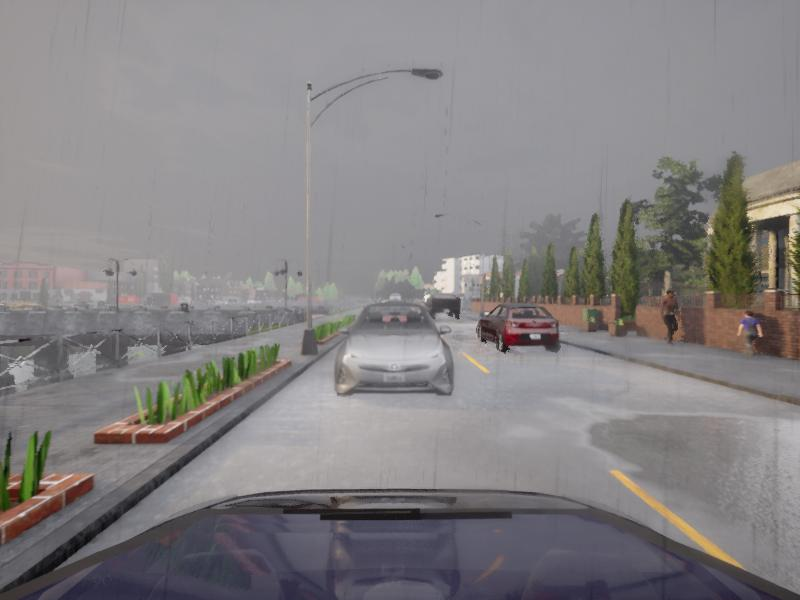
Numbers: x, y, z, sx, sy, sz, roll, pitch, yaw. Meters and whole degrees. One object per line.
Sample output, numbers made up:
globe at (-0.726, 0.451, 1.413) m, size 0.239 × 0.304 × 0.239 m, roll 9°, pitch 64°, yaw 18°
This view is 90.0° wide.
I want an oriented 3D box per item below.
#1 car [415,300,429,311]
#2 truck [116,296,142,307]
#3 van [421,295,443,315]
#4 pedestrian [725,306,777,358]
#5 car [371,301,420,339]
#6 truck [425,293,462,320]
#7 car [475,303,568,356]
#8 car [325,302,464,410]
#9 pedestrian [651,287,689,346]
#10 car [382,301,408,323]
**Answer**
car at (3.296, 0.745, 60.576) m, size 1.801 × 1.575 × 5.366 m, roll 0°, pitch 0°, yaw -1°
truck at (-62.771, 0.267, 92.742) m, size 2.627 × 2.467 × 5.204 m, roll 0°, pitch 0°, yaw -1°
van at (3.477, 0.528, 44.401) m, size 2.069 × 2.038 × 4.480 m, roll 0°, pitch 0°, yaw -1°
pedestrian at (9.117, 0.803, 10.414) m, size 0.751 × 1.300 × 0.751 m, roll 0°, pitch 0°, yaw 14°
car at (-0.219, 0.811, 18.597) m, size 2.007 × 1.525 × 4.514 m, roll 0°, pitch 0°, yaw 0°
truck at (3.593, 0.511, 34.135) m, size 2.390 × 2.098 × 6.274 m, roll 0°, pitch 0°, yaw -1°
car at (3.823, 0.841, 13.430) m, size 1.816 × 1.474 × 4.193 m, roll 0°, pitch 0°, yaw -1°
car at (-0.104, 0.820, 8.043) m, size 2.007 × 1.525 × 4.514 m, roll 0°, pitch 0°, yaw -1°
pedestrian at (8.775, 0.521, 13.037) m, size 0.751 × 1.860 × 0.751 m, roll 0°, pitch 0°, yaw 1°
car at (-0.369, 0.827, 29.428) m, size 1.816 × 1.474 × 4.193 m, roll 0°, pitch 0°, yaw -1°
